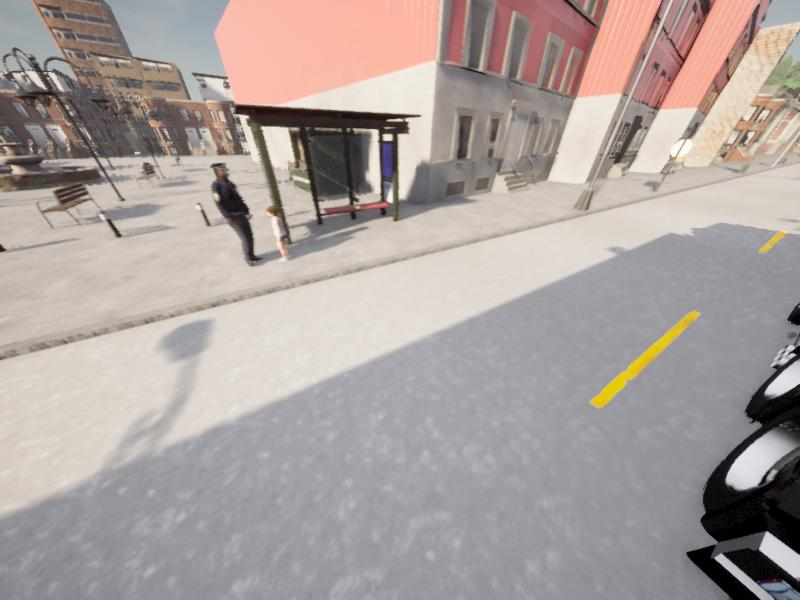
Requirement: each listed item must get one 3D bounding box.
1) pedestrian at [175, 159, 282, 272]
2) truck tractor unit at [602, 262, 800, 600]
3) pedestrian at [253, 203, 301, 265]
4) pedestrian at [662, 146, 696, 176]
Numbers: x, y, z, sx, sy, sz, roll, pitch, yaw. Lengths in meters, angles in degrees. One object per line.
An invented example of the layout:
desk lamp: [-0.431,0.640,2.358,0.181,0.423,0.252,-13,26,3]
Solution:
pedestrian: [-3.071,-1.555,4.368,0.751,1.860,0.751,6,35,8]
truck tractor unit: [5.108,-0.302,0.791,6.516,4.208,3.053,-18,39,-24]
pedestrian: [-2.474,-1.356,4.753,0.500,1.100,0.500,-6,35,-9]
pedestrian: [21.081,-10.520,17.495,0.751,1.860,0.751,-17,39,-24]
